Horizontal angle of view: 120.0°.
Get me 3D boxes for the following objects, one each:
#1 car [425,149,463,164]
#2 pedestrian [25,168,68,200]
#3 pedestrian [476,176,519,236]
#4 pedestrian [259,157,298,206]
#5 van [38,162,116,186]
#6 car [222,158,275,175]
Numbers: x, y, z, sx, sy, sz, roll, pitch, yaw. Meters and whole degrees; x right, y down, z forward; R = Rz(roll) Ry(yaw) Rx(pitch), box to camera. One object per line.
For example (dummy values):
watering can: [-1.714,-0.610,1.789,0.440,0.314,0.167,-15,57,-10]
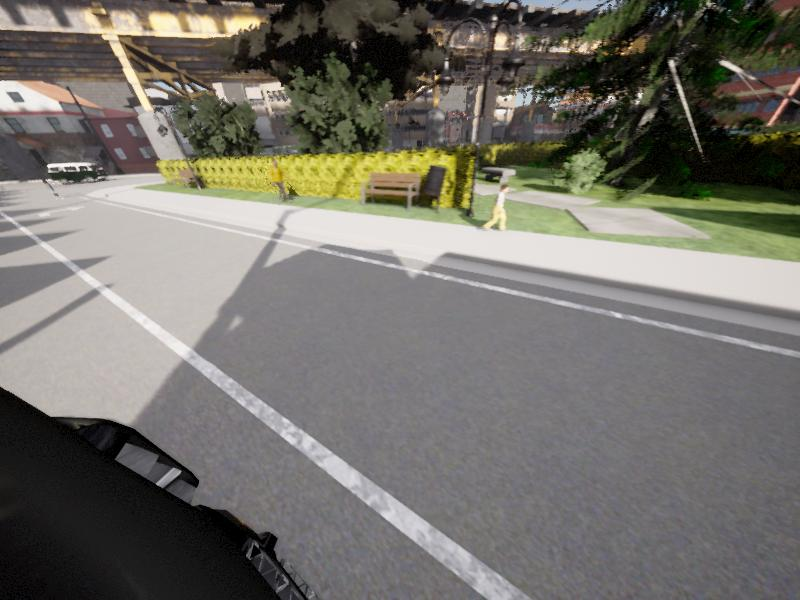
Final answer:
car: [6.642,-21.929,35.208,5.027,1.651,2.152,-9,34,-10]
pedestrian: [-24.344,-8.012,15.960,0.751,1.860,0.751,26,43,36]
pedestrian: [2.531,-2.452,6.015,0.751,1.300,0.751,12,36,21]
pedestrian: [-5.365,-5.251,10.263,0.751,1.860,0.751,16,38,26]
van: [-36.934,-14.570,26.595,4.480,2.038,2.069,-10,34,-11]
car: [-19.558,-17.387,30.113,5.366,1.575,1.801,-10,34,-11]
